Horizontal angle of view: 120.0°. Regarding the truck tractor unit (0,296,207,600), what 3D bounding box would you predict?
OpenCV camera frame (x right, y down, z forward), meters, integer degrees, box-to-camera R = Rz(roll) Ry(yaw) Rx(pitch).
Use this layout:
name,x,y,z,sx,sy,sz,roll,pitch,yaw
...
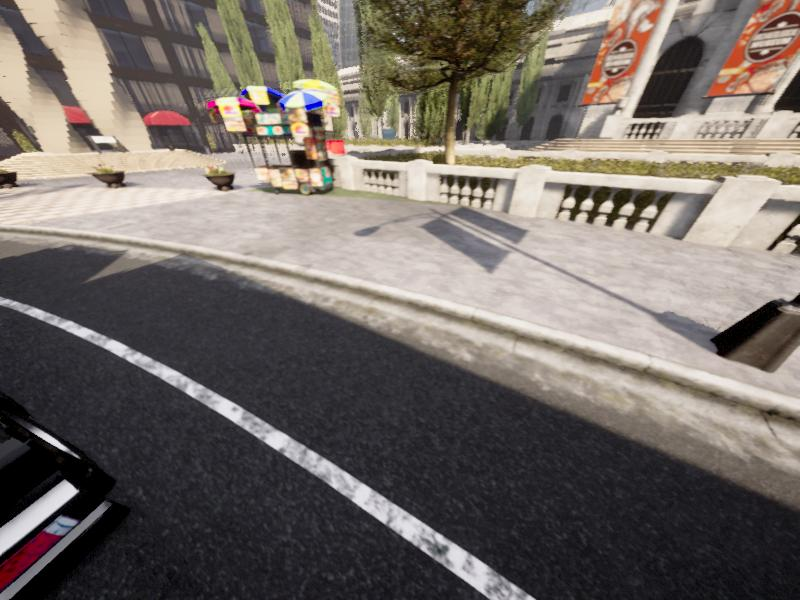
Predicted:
name,x,y,z,sx,sy,sz,roll,pitch,yaw
truck tractor unit,-5.244,-0.140,0.565,6.516,4.208,3.053,12,37,17
